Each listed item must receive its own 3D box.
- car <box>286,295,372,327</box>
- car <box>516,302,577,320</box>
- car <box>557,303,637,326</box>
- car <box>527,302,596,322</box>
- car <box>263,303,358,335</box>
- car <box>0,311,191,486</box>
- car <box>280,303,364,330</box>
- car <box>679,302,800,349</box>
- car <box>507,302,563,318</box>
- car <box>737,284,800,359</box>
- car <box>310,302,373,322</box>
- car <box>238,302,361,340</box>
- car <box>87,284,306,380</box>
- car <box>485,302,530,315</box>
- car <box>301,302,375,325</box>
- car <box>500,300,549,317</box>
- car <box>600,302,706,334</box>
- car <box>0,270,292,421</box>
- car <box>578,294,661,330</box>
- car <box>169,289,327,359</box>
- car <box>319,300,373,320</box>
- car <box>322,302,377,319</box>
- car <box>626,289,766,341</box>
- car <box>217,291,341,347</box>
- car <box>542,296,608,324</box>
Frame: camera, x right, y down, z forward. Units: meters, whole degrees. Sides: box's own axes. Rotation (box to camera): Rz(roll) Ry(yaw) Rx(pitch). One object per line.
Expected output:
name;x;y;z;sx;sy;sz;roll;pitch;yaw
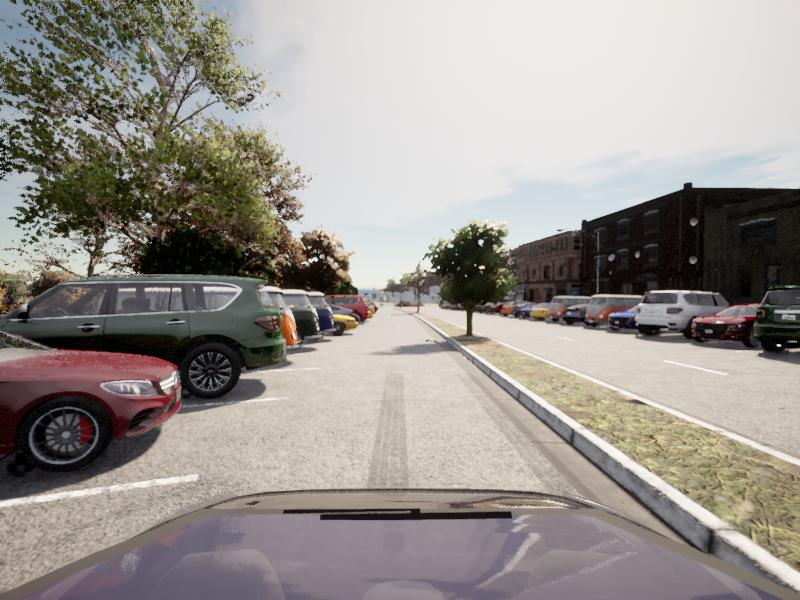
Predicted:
car;-4.943;0.714;27.771;5.566;2.045;2.435;-1;0;-20
car;13.234;0.977;36.133;5.008;1.535;2.097;1;0;-21
car;13.316;0.967;27.107;4.792;1.488;2.163;1;-1;-20
car;13.426;0.963;33.190;5.366;1.575;1.946;1;-1;-21
car;-4.918;0.966;21.818;4.792;1.488;2.163;-1;0;-20
car;-4.840;0.892;3.974;4.674;1.452;2.002;-1;-1;-20
car;-4.876;0.980;24.821;4.792;1.488;2.163;-1;-1;-20
car;13.323;0.882;15.063;5.008;1.535;2.097;1;0;-20
car;13.170;0.991;39.151;4.892;1.521;2.231;1;-1;-21
car;13.354;0.617;12.075;5.566;2.045;2.435;1;-1;-20
car;-4.956;0.994;33.724;4.892;1.521;2.231;-1;0;-21
car;-4.708;0.917;18.922;5.366;1.575;1.946;-1;-1;-20
car;-4.748;0.653;9.969;4.442;1.987;1.878;-1;-1;-20
car;12.959;1.028;48.215;5.008;1.535;2.097;1;-1;-22
car;-4.762;0.974;30.824;5.366;1.575;1.946;-1;-1;-20
car;13.102;0.877;42.171;4.553;1.767;2.185;1;-1;-22
car;13.310;0.910;21.074;5.008;1.535;2.097;1;0;-20
car;-4.875;0.615;6.938;5.566;2.045;2.435;-1;0;-20
car;13.194;0.696;24.038;4.442;1.987;1.878;1;0;-20
car;-4.758;0.667;12.946;4.442;1.987;1.878;-1;-1;-20
car;-4.974;0.882;36.702;4.553;1.767;2.185;-1;0;-21
car;-5.045;1.022;39.657;5.008;1.535;2.097;-1;0;-21
car;13.341;0.645;18.083;5.566;2.045;2.435;1;-1;-20
car;-4.769;0.681;15.925;4.442;1.987;1.878;-1;-1;-20
car;13.170;0.723;30.063;4.442;1.987;1.878;1;0;-20
